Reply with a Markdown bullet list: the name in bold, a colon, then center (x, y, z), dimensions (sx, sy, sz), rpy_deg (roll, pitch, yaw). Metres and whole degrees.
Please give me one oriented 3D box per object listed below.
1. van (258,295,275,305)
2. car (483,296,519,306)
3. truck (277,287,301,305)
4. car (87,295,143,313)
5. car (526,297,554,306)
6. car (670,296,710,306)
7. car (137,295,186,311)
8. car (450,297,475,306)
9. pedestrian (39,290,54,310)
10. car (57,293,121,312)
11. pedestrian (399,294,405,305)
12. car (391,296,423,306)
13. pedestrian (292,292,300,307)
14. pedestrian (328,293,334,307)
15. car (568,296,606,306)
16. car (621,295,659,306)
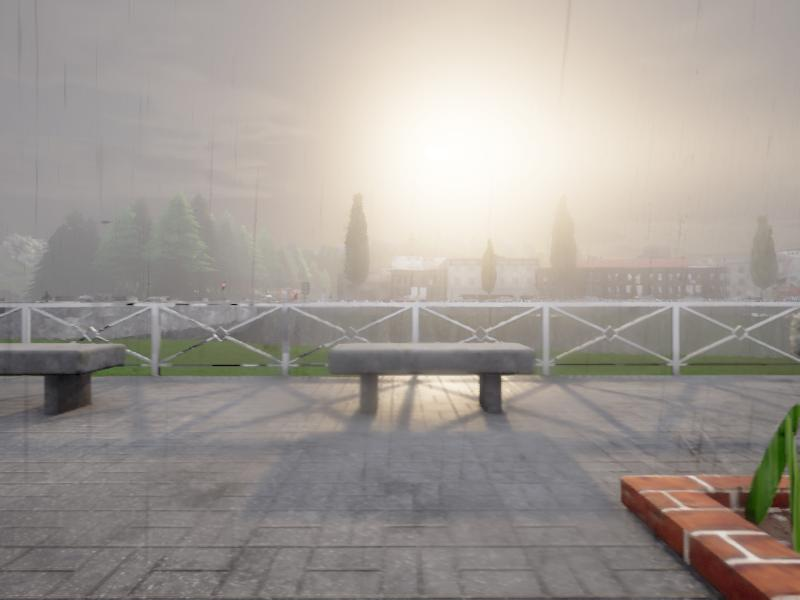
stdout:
- **van**: center (-28.312, 0.030, 84.722), dimensions (2.069, 2.038, 4.480), rpy_deg (0, 0, 0)
- **car**: center (16.254, 0.139, 64.346), dimensions (5.238, 1.638, 1.930), rpy_deg (0, 0, 0)
- **truck**: center (-24.305, -0.876, 88.163), dimensions (2.891, 3.827, 8.468), rpy_deg (0, 0, 0)
- **car**: center (-24.354, 0.303, 34.431), dimensions (1.816, 1.474, 4.193), rpy_deg (0, 0, 0)
- **car**: center (22.415, 0.209, 64.342), dimensions (3.806, 1.475, 1.970), rpy_deg (0, 0, 0)
- **car**: center (46.636, 0.104, 64.336), dimensions (4.974, 1.542, 2.038), rpy_deg (0, 0, 0)
- **car**: center (-24.347, 0.275, 41.031), dimensions (2.038, 1.542, 4.974), rpy_deg (0, 0, 0)
- **car**: center (10.046, 0.234, 64.345), dimensions (3.806, 1.475, 1.970), rpy_deg (0, 0, 0)
- **pedestrian**: center (-33.407, 0.000, 37.812), dimensions (0.751, 1.860, 0.751), rpy_deg (0, 0, 11)
- **car**: center (-28.326, 0.234, 36.673), dimensions (2.033, 1.649, 4.856), rpy_deg (0, 0, 0)
- **pedestrian**: center (0.377, -0.067, 66.933), dimensions (0.751, 1.860, 0.751), rpy_deg (0, 0, 23)
- **car**: center (1.055, 0.180, 64.348), dimensions (5.027, 1.651, 2.152), rpy_deg (0, 0, 0)
- **pedestrian**: center (-13.417, -0.037, 51.611), dimensions (0.751, 1.860, 0.751), rpy_deg (0, 0, 0)
- **pedestrian**: center (-9.310, -0.045, 54.154), dimensions (0.751, 1.860, 0.751), rpy_deg (0, 0, -4)
- **car**: center (30.083, 0.112, 64.340), dimensions (5.238, 1.638, 1.930), rpy_deg (0, 0, 0)
- **car**: center (38.500, 0.092, 64.338), dimensions (4.856, 1.649, 2.033), rpy_deg (0, 0, 0)
